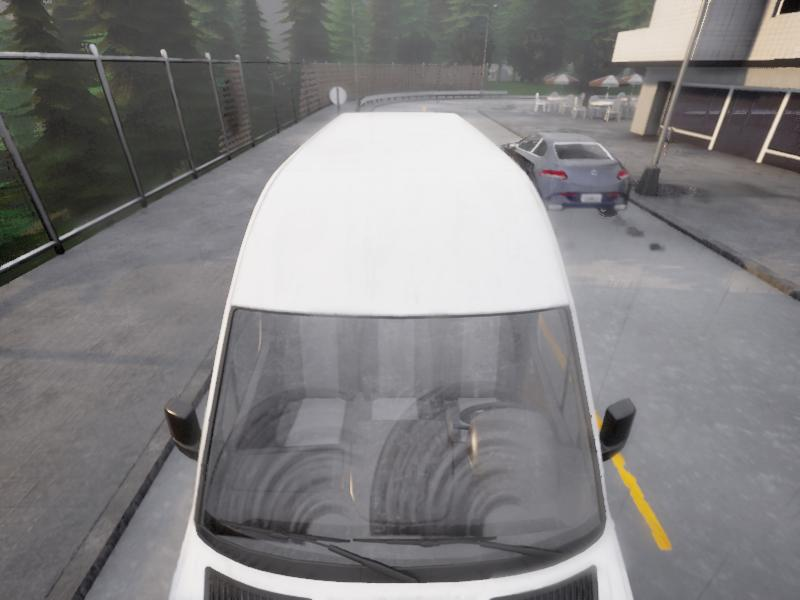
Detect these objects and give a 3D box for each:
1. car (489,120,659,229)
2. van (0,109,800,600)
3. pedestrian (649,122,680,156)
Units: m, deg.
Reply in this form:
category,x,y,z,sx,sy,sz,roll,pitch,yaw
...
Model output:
category,x,y,z,sx,sy,sz,roll,pitch,yaw
car,3.985,-3.511,10.415,2.152,1.651,5.027,0,30,0
van,-0.006,0.043,3.429,1.988,2.561,5.915,0,30,0
pedestrian,9.958,-6.092,15.105,0.500,1.100,0.500,-9,32,-16
